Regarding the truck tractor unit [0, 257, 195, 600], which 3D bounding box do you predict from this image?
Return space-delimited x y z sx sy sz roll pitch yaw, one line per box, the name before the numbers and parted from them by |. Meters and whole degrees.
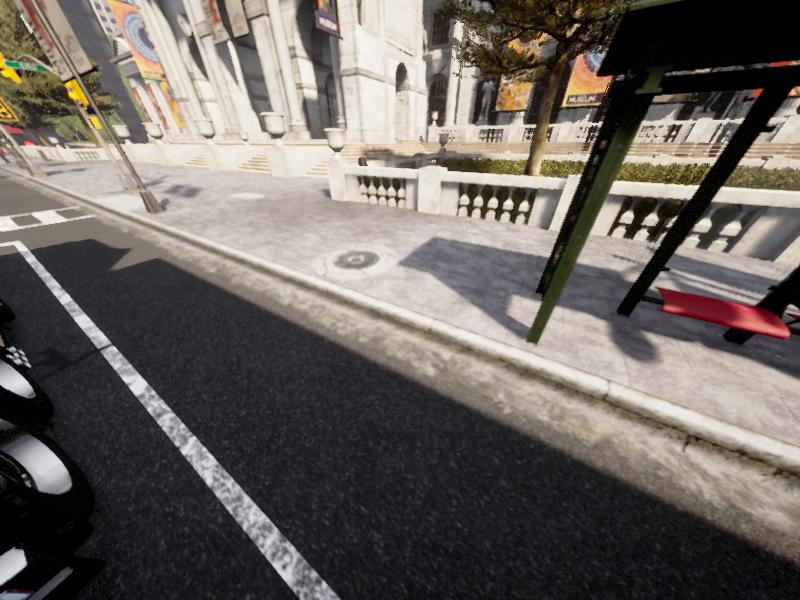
truck tractor unit | -5.105 -0.304 0.808 6.516 4.208 3.053 19 39 25
